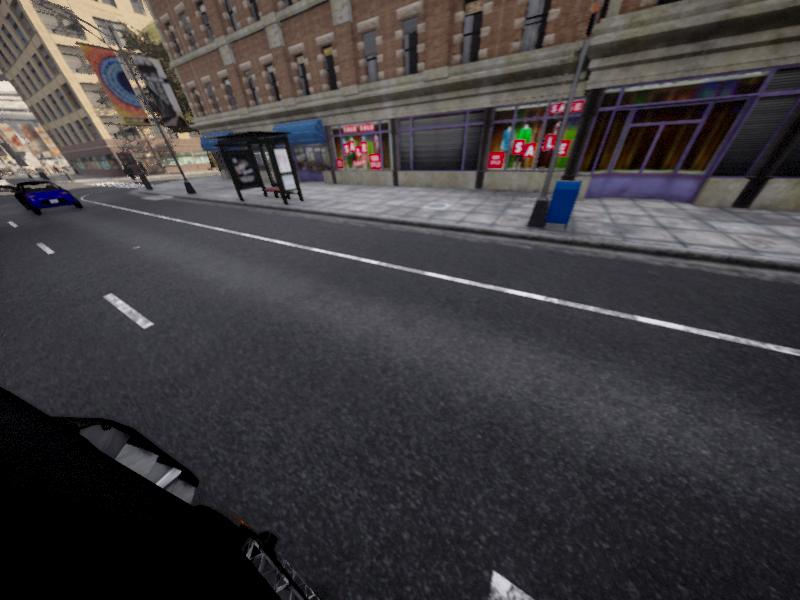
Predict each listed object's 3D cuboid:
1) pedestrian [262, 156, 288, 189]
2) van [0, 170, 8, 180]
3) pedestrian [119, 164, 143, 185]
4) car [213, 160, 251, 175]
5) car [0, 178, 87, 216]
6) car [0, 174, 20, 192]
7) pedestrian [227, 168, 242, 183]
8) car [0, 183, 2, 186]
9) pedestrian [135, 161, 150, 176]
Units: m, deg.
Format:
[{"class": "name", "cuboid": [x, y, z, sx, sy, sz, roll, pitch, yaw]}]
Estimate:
[{"class": "pedestrian", "cuboid": [-8.328, -8.551, 15.471, 0.751, 1.860, 0.751, 12, 36, 22]}, {"class": "van", "cuboid": [-83.879, -24.752, 45.433, 2.351, 2.431, 6.366, 16, 38, 26]}, {"class": "pedestrian", "cuboid": [-28.097, -13.110, 24.121, 0.751, 1.860, 0.751, 16, 38, 26]}, {"class": "car", "cuboid": [-23.923, -19.021, 33.026, 1.789, 1.549, 3.705, 15, 37, 24]}, {"class": "car", "cuboid": [-20.176, -5.923, 13.084, 4.193, 1.474, 1.816, 16, 38, 26]}, {"class": "car", "cuboid": [-43.364, -12.503, 24.718, 4.514, 1.525, 2.007, 16, 38, 26]}, {"class": "pedestrian", "cuboid": [-14.224, -10.699, 19.844, 0.500, 1.100, 0.500, 17, 38, 27]}, {"class": "car", "cuboid": [-56.906, -16.363, 31.556, 3.633, 1.501, 1.845, 15, 38, 26]}, {"class": "pedestrian", "cuboid": [-38.515, -19.708, 34.578, 0.751, 1.860, 0.751, 24, 42, 34]}]
